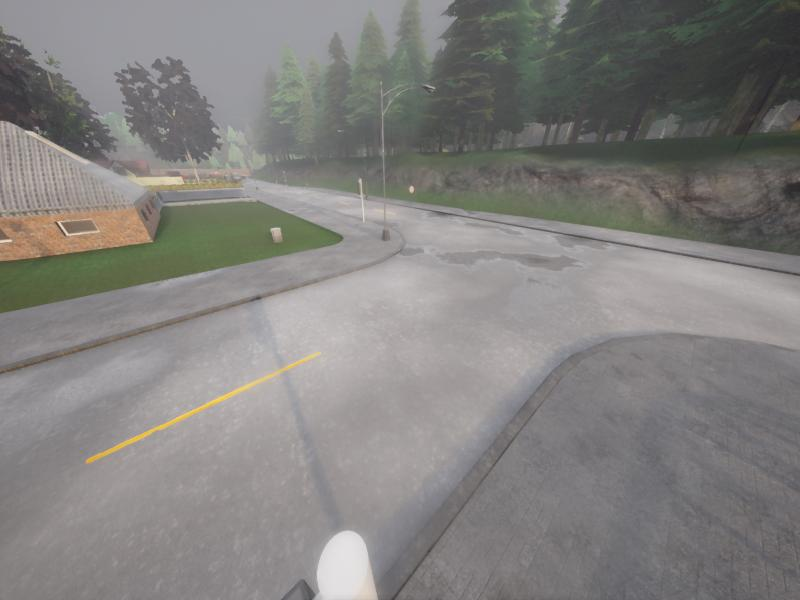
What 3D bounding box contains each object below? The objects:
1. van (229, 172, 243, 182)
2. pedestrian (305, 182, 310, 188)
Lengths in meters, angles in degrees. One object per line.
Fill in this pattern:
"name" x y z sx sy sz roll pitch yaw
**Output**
"van" -50.875 -38.138 71.687 1.988 2.561 5.915 -23 37 -34
"pedestrian" -19.824 -24.647 49.545 0.500 1.100 0.500 -23 37 -34
